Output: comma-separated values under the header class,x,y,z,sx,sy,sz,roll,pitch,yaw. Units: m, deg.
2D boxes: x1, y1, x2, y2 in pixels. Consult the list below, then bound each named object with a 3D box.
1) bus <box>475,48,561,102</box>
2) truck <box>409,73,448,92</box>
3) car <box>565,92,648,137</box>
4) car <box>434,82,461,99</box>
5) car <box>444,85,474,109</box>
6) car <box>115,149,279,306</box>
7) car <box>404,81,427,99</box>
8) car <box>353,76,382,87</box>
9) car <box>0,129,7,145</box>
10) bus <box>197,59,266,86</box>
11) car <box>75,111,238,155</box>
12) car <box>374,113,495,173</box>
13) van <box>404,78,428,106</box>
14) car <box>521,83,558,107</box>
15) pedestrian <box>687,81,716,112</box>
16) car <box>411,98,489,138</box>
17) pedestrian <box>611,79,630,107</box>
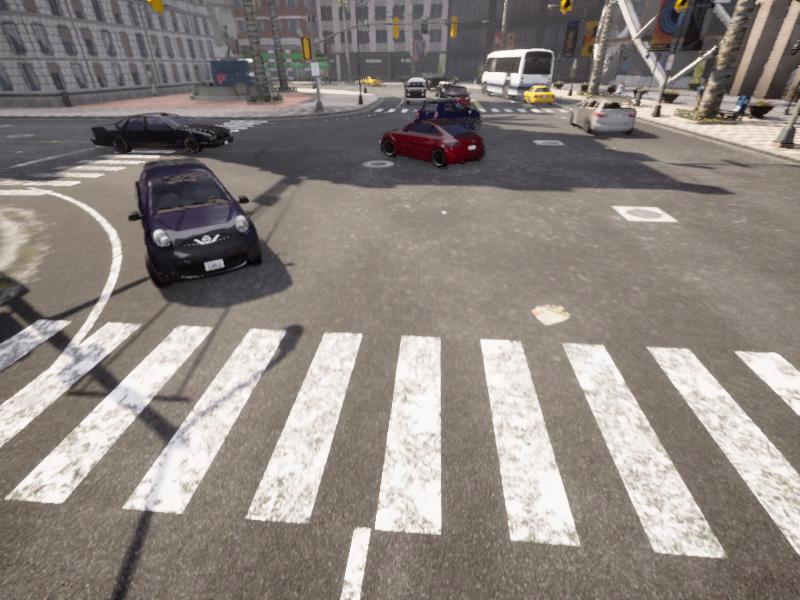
class,x,y,z,sx,sy,sz,roll,pitch,yaw
bus,11.569,-23.143,41.116,3.944,4.253,10.273,-4,31,-10
truck,3.829,-30.388,55.762,2.390,2.098,6.274,-15,33,-24
car,10.604,-9.843,21.025,2.242,1.667,4.611,3,31,5
car,5.023,-22.462,42.829,1.970,1.475,3.806,-4,30,-6
car,4.900,-17.344,34.087,2.163,1.488,4.792,2,30,3
car,-3.788,-1.583,7.235,1.845,1.501,3.633,-18,34,-27
car,1.570,-22.560,42.986,1.845,1.501,3.633,-5,31,-7
car,-5.545,-37.563,68.640,5.366,1.575,1.801,26,40,38
car,-20.786,-7.457,17.486,4.974,1.542,2.038,2,31,5
bus,-30.796,-41.848,73.617,10.273,4.253,3.944,3,30,5
car,-9.927,-6.996,16.685,5.357,1.411,2.033,2,30,3
car,1.124,-5.920,14.740,1.994,1.385,4.181,-23,37,-34
van,1.511,-18.907,36.250,2.069,2.038,4.480,1,30,3
car,12.140,-18.080,35.169,1.801,1.575,5.366,2,30,4
pedestrian,20.345,-13.731,27.004,0.751,1.860,0.751,1,30,2
car,2.565,-9.402,20.504,3.633,1.501,1.845,-23,37,-34
pedestrian,17.039,-16.039,30.987,0.751,1.860,0.751,9,32,15
